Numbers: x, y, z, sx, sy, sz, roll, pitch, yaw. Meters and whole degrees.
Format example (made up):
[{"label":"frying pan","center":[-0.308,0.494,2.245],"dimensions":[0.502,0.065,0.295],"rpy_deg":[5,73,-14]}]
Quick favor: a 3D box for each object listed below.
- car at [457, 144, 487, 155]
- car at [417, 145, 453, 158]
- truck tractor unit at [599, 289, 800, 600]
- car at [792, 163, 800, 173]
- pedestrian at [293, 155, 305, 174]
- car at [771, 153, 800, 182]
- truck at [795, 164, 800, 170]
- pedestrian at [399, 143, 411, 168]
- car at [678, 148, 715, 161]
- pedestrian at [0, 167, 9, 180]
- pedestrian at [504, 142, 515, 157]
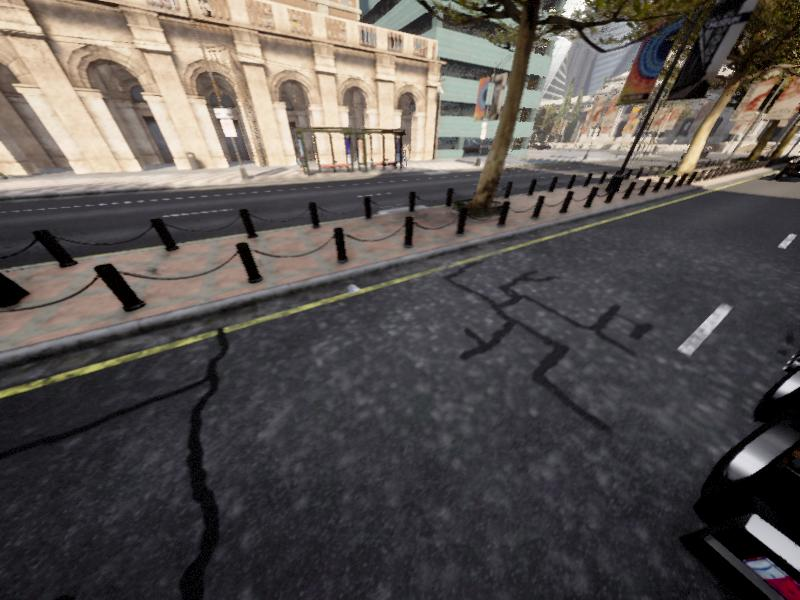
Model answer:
[{"label":"car","center":[13.113,-27.362,41.931],"dimensions":[4.902,1.511,2.128],"rpy_deg":[-18,39,-25]},{"label":"car","center":[5.185,-21.996,34.207],"dimensions":[4.786,1.482,2.161],"rpy_deg":[-18,39,-25]},{"label":"truck tractor unit","center":[5.155,-0.253,0.728],"dimensions":[6.516,4.208,3.053],"rpy_deg":[-16,38,-22]},{"label":"car","center":[37.974,-12.294,20.784],"dimensions":[3.806,1.475,1.970],"rpy_deg":[-18,39,-25]},{"label":"pedestrian","center":[-7.398,-9.929,16.925],"dimensions":[0.500,1.100,0.500],"rpy_deg":[-19,39,-26]},{"label":"car","center":[29.898,-9.714,16.847],"dimensions":[5.238,1.638,1.930],"rpy_deg":[-18,39,-25]},{"label":"truck","center":[43.604,-14.550,23.215],"dimensions":[5.204,2.467,2.627],"rpy_deg":[-18,39,-25]},{"label":"pedestrian","center":[0.386,-12.830,20.510],"dimensions":[0.751,1.860,0.751],"rpy_deg":[-18,39,-25]},{"label":"car","center":[45.349,-22.294,35.302],"dimensions":[5.357,1.411,2.033],"rpy_deg":[-18,39,-25]},{"label":"pedestrian","center":[-24.283,-8.013,13.328],"dimensions":[0.751,1.860,0.751],"rpy_deg":[-18,39,-25]},{"label":"pedestrian","center":[16.327,-22.412,34.447],"dimensions":[0.751,1.860,0.751],"rpy_deg":[29,44,35]}]
